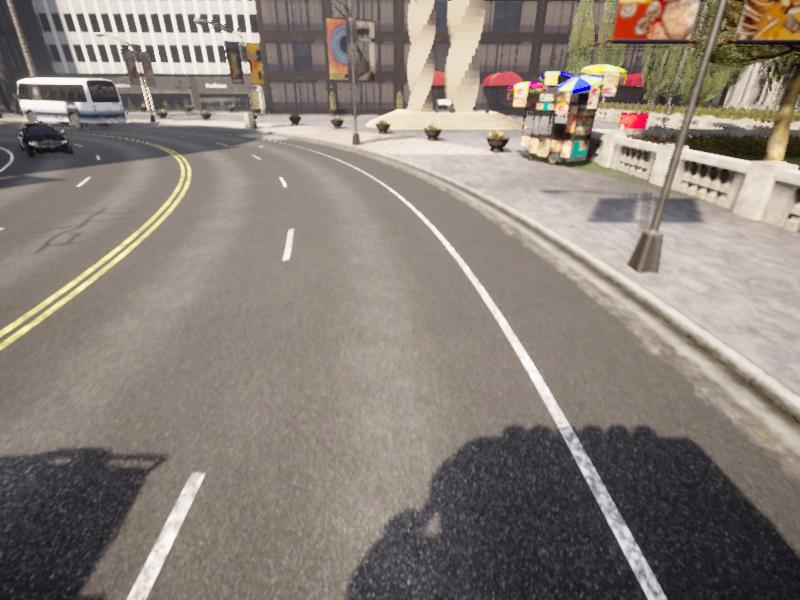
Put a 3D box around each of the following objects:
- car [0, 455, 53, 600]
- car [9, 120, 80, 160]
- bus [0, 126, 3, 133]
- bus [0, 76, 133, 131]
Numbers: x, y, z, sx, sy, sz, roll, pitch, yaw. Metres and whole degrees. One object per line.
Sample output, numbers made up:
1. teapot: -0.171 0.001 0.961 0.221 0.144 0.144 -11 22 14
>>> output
1. car: -3.540 2.045 0.543 1.932 1.855 4.605 0 27 -1
2. car: -19.531 -8.848 21.896 2.038 1.542 4.974 -24 36 -38
3. bus: -38.274 -15.086 30.866 10.273 4.253 3.944 2 28 4
4. bus: -32.151 -19.118 38.754 10.273 4.253 3.944 10 29 16
